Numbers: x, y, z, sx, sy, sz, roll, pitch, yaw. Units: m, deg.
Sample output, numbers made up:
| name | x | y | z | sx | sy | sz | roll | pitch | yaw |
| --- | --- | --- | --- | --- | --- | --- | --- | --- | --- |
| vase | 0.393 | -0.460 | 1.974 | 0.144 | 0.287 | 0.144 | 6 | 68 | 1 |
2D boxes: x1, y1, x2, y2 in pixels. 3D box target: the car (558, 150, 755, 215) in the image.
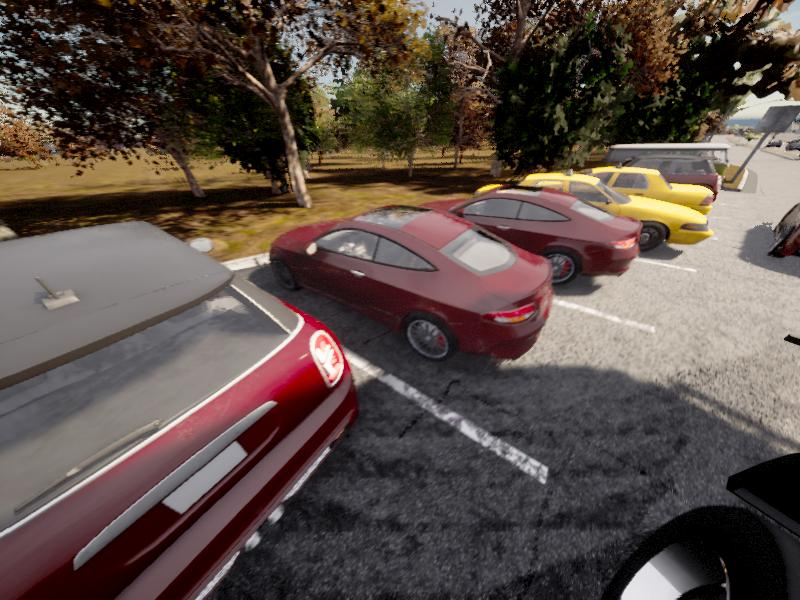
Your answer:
| name | x | y | z | sx | sy | sz | roll | pitch | yaw |
| --- | --- | --- | --- | --- | --- | --- | --- | --- | --- |
| car | 9.348 | -4.865 | 9.208 | 4.553 | 1.767 | 2.185 | 20 | 40 | 27 |

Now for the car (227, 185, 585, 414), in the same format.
| name | x | y | z | sx | sy | sz | roll | pitch | yaw |
| --- | --- | --- | --- | --- | --- | --- | --- | --- | --- |
| car | -0.247 | -0.684 | 3.636 | 4.674 | 1.452 | 2.002 | 21 | 40 | 29 |

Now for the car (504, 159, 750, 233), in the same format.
| name | x | y | z | sx | sy | sz | roll | pitch | yaw |
| --- | --- | --- | --- | --- | --- | --- | --- | --- | --- |
| car | 6.790 | -3.806 | 7.943 | 5.366 | 1.575 | 1.946 | 20 | 40 | 28 |

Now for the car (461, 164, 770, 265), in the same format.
| name | x | y | z | sx | sy | sz | roll | pitch | yaw |
| --- | --- | --- | --- | --- | --- | --- | --- | --- | --- |
| car | 4.712 | -2.678 | 6.349 | 5.366 | 1.575 | 1.946 | 20 | 40 | 28 |

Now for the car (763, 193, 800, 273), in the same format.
| name | x | y | z | sx | sy | sz | roll | pitch | yaw |
| --- | --- | --- | --- | --- | --- | --- | --- | --- | --- |
| car | 10.037 | -1.588 | 4.896 | 4.181 | 1.385 | 1.994 | -23 | 41 | -29 |

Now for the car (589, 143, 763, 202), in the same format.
| name | x | y | z | sx | sy | sz | roll | pitch | yaw |
| --- | --- | --- | --- | --- | --- | --- | --- | --- | --- |
| car | 11.784 | -5.958 | 10.565 | 4.442 | 1.987 | 1.878 | 20 | 39 | 27 |

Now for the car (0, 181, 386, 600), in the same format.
| name | x | y | z | sx | sy | sz | roll | pitch | yaw |
| --- | --- | --- | --- | --- | --- | --- | --- | --- | --- |
| car | -2.646 | 0.181 | 2.138 | 4.553 | 1.767 | 2.185 | 21 | 40 | 29 |

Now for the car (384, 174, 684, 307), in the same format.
| name | x | y | z | sx | sy | sz | roll | pitch | yaw |
| --- | --- | --- | --- | --- | --- | --- | --- | --- | --- |
| car | 2.160 | -1.686 | 5.040 | 4.674 | 1.452 | 2.002 | 21 | 40 | 28 |

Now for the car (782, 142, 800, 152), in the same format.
| name | x | y | z | sx | sy | sz | roll | pitch | yaw |
| --- | --- | --- | --- | --- | --- | --- | --- | --- | --- |
| car | 72.190 | -27.875 | 41.944 | 5.357 | 1.411 | 2.033 | -28 | 43 | -34 |
